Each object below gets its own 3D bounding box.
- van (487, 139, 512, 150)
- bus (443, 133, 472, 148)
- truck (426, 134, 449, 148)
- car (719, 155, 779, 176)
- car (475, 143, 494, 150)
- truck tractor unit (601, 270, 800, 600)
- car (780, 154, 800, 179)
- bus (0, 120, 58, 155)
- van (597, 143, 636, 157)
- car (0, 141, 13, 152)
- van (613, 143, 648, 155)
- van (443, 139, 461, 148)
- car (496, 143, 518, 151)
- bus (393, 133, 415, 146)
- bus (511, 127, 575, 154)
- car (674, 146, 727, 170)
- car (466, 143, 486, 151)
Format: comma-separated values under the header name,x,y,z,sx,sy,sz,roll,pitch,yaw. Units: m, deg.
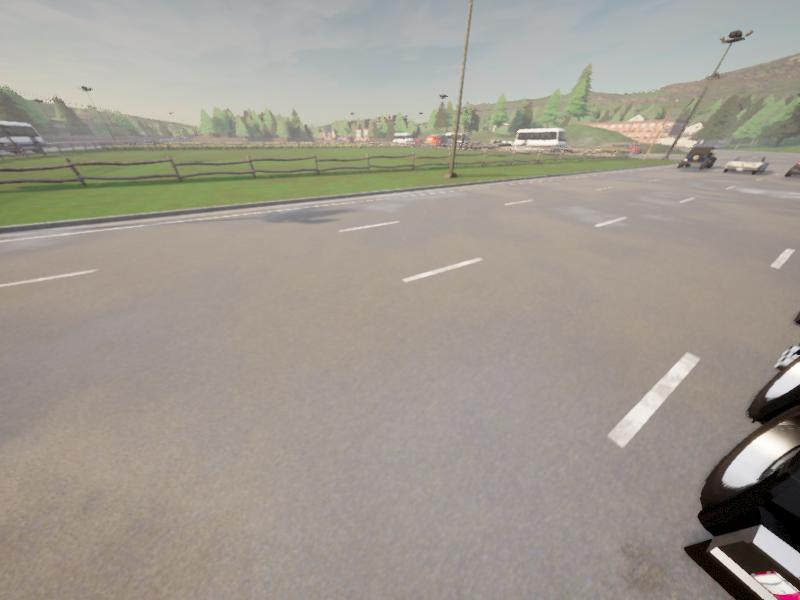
name,x,y,z,sx,sy,sz,roll,pitch,yaw
van,27.408,-43.123,63.959,1.988,2.561,5.915,-18,39,-25
bus,20.759,-58.368,84.319,3.944,4.253,10.273,-18,39,-25
truck,12.619,-54.160,78.566,2.891,3.827,8.468,-18,39,-25
car,30.649,-11.907,20.283,4.718,1.301,1.895,-18,39,-24
car,23.350,-42.701,64.256,1.837,1.490,4.892,-18,39,-25
truck tractor unit,5.119,-0.294,0.772,6.516,4.208,3.053,-18,39,-24
car,32.518,-10.370,17.767,4.611,1.667,2.242,-16,38,-22
bus,-61.192,-25.435,36.193,3.944,4.253,10.273,-18,39,-25
van,39.205,-27.404,42.025,1.775,1.987,4.442,-19,39,-25
car,-72.184,-27.058,40.783,1.882,1.535,5.008,-18,39,-25
van,47.377,-31.244,47.621,1.775,1.987,4.442,-18,39,-25
van,18.311,-55.920,82.373,2.351,2.431,6.366,-18,39,-25
car,30.430,-43.609,65.776,2.152,1.651,5.027,-18,39,-25
bus,1.479,-65.380,94.193,3.944,4.253,10.273,-18,39,-25
bus,29.775,-33.732,49.039,3.944,4.253,10.273,-18,39,-25
car,30.264,-14.347,23.263,3.866,1.878,1.905,-18,39,-25
car,20.466,-41.586,62.596,2.242,1.667,4.611,-18,39,-25
